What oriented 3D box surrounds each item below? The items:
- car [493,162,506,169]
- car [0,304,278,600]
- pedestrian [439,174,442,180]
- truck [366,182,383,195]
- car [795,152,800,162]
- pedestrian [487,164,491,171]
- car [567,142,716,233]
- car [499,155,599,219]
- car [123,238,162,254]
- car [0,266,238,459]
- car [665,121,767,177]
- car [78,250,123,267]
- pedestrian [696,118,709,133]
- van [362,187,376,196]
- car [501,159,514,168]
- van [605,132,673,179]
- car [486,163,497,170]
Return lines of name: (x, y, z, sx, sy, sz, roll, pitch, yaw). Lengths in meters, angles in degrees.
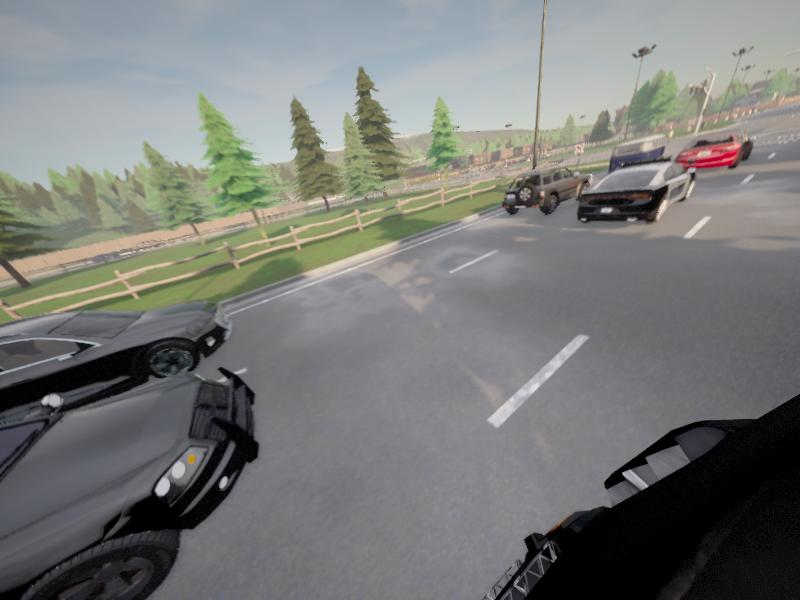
car: (38.587, -52.137, 89.441, 5.366, 1.575, 1.801, -26, 30, -25)
car: (-3.885, 2.009, 1.580, 4.974, 1.542, 2.038, -26, 30, -25)
pedestrian: (16.124, -49.201, 92.308, 0.751, 1.860, 0.751, -23, 28, -20)
truck: (-10.523, -45.991, 95.503, 2.891, 3.827, 8.468, -25, 30, -25)
car: (19.540, -7.230, 10.036, 4.718, 1.301, 1.895, -26, 30, -25)
pedestrian: (29.681, -44.268, 77.066, 0.751, 1.860, 0.751, -32, 32, -34)
car: (8.175, -3.850, 7.823, 5.238, 1.638, 1.930, -26, 30, -25)
car: (6.981, -5.314, 10.908, 4.605, 1.855, 1.932, -25, 29, -26)
car: (-51.231, -10.826, 46.120, 4.605, 1.855, 1.932, -26, 30, -25)
car: (-6.061, 1.080, 4.180, 4.856, 1.649, 2.033, -24, 29, -26)
car: (16.670, -7.951, 12.230, 4.611, 1.667, 2.242, -26, 30, -25)
car: (-50.485, -7.090, 39.085, 4.181, 1.385, 1.994, -26, 30, -25)
pedestrian: (52.189, -30.056, 39.870, 0.751, 1.860, 0.751, -24, 29, -22)
van: (-12.648, -43.688, 93.458, 2.351, 2.431, 6.366, -25, 30, -25)
car: (40.119, -51.072, 86.444, 4.553, 1.767, 2.097, -26, 30, -25)
van: (16.218, -9.804, 15.687, 4.442, 1.987, 1.775, -26, 30, -25)
car: (36.427, -53.179, 92.009, 4.605, 1.855, 1.932, -26, 30, -25)
